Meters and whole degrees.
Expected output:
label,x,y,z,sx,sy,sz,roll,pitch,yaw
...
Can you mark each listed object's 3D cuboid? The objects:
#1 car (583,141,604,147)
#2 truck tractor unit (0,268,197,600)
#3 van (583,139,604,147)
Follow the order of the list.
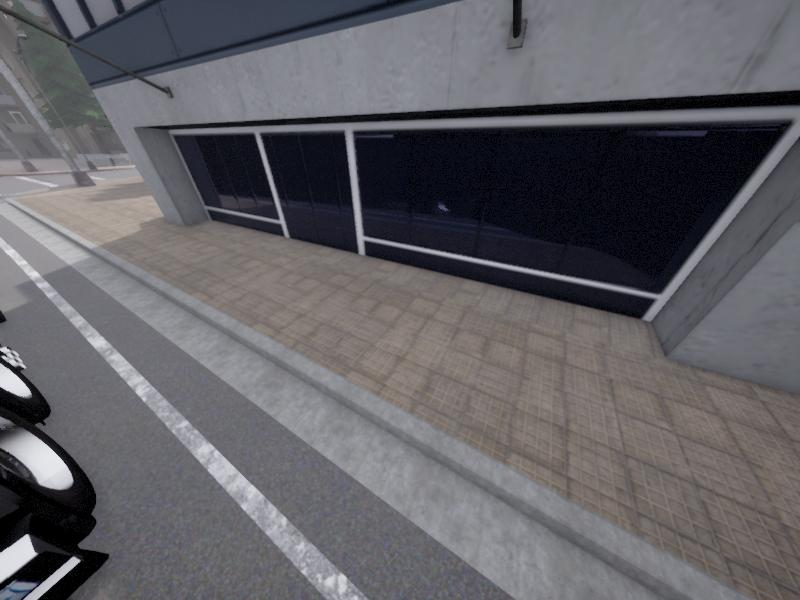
label,x,y,z,sx,sy,sz,roll,pitch,yaw
car,66.961,-54.038,79.922,5.027,1.651,2.152,8,36,12
truck tractor unit,-5.123,-0.287,0.779,6.516,4.208,3.053,18,39,24
van,60.820,-49.477,72.812,4.480,2.038,2.069,17,39,23
